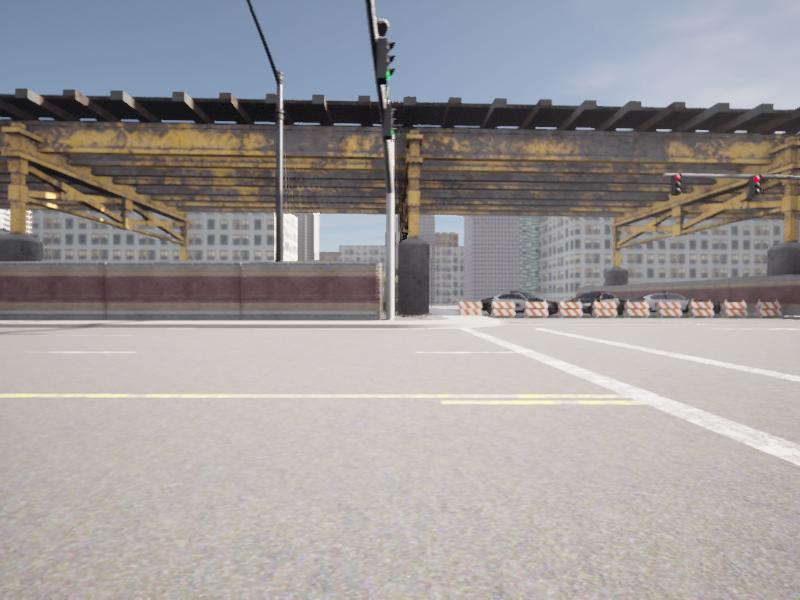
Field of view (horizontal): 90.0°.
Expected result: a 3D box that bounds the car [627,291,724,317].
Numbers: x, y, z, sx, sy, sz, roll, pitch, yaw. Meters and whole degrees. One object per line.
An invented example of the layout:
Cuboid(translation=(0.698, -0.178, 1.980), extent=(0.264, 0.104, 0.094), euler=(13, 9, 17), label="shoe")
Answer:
Cuboid(translation=(17.593, 0.215, 25.931), extent=(4.974, 1.542, 2.038), euler=(0, 0, 29), label="car")

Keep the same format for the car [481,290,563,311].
Cuboid(translation=(7.581, 0.046, 25.167), extent=(4.536, 1.218, 1.853), euler=(0, 0, 44), label="car")

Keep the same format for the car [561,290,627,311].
Cuboid(translation=(12.268, 0.051, 25.173), extent=(4.536, 1.218, 1.853), euler=(0, 0, -36), label="car")

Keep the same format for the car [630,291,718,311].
Cuboid(translation=(17.548, 0.057, 25.956), extent=(4.536, 1.218, 1.853), euler=(0, 0, 29), label="car")

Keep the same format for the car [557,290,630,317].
Cuboid(translation=(12.226, 0.209, 25.142), extent=(4.974, 1.542, 2.038), euler=(0, 0, -36), label="car")

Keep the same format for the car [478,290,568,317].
Cuboid(translation=(7.618, 0.203, 25.132), extent=(4.974, 1.542, 2.038), euler=(0, 0, 44), label="car")
